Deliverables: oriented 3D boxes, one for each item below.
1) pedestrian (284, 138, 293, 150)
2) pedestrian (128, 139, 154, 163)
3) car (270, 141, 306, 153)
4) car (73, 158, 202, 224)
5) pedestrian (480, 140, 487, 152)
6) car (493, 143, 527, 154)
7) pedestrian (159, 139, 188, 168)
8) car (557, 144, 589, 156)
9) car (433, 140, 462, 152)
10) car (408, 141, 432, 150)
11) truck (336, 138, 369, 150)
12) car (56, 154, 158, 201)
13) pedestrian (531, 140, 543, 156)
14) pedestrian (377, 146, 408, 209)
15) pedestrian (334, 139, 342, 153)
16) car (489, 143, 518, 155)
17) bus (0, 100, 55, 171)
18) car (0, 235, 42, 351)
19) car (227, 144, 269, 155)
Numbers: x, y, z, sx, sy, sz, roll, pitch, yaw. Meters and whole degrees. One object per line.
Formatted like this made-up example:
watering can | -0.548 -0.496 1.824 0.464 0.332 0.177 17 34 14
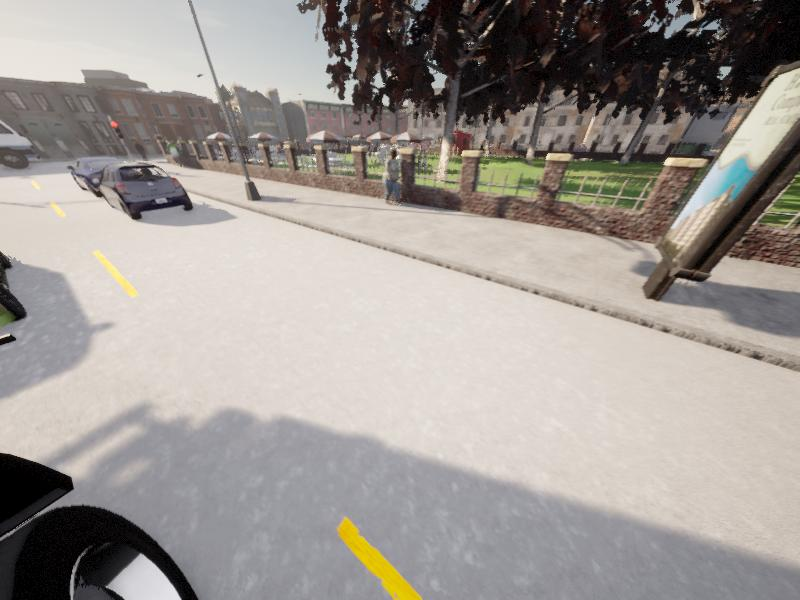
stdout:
pedestrian | -21.281 -29.820 44.124 0.751 1.860 0.751 26 42 31
pedestrian | -23.722 -13.653 21.172 0.751 1.860 0.751 23 41 29
car | -18.711 -25.687 38.793 1.882 1.535 5.008 22 41 28
car | -9.190 -3.988 8.141 3.633 1.501 1.845 22 40 27
pedestrian | 16.041 -29.682 44.475 0.751 1.860 0.751 8 36 11
car | 19.458 -26.937 40.962 4.902 1.511 2.128 22 41 28
pedestrian | -17.833 -11.527 18.216 0.751 1.860 0.751 24 41 29
car | 27.352 -23.765 36.528 3.633 1.501 1.845 22 41 27
car | 8.778 -28.629 42.945 4.605 1.855 1.932 22 40 29
car | 4.269 -32.983 49.369 4.514 1.525 2.007 21 40 27
truck | -9.927 -32.853 48.551 6.274 2.098 2.390 -22 40 -29
car | -13.814 -5.903 10.884 4.674 1.442 1.812 21 40 27
pedestrian | 19.575 -21.699 33.015 0.751 1.860 0.751 -29 45 -35
pedestrian | -0.251 -4.362 8.251 0.751 1.860 0.751 22 41 28
pedestrian | -9.895 -24.736 37.031 0.751 1.860 0.751 13 37 17
car | 17.152 -25.036 38.276 3.806 1.475 1.970 22 41 27
bus | -33.137 -10.924 15.375 3.944 4.253 10.273 22 40 28
car | -7.327 -0.412 3.094 4.514 1.525 2.007 22 41 28
car | -22.514 -22.417 34.331 1.895 1.301 4.718 22 41 28
